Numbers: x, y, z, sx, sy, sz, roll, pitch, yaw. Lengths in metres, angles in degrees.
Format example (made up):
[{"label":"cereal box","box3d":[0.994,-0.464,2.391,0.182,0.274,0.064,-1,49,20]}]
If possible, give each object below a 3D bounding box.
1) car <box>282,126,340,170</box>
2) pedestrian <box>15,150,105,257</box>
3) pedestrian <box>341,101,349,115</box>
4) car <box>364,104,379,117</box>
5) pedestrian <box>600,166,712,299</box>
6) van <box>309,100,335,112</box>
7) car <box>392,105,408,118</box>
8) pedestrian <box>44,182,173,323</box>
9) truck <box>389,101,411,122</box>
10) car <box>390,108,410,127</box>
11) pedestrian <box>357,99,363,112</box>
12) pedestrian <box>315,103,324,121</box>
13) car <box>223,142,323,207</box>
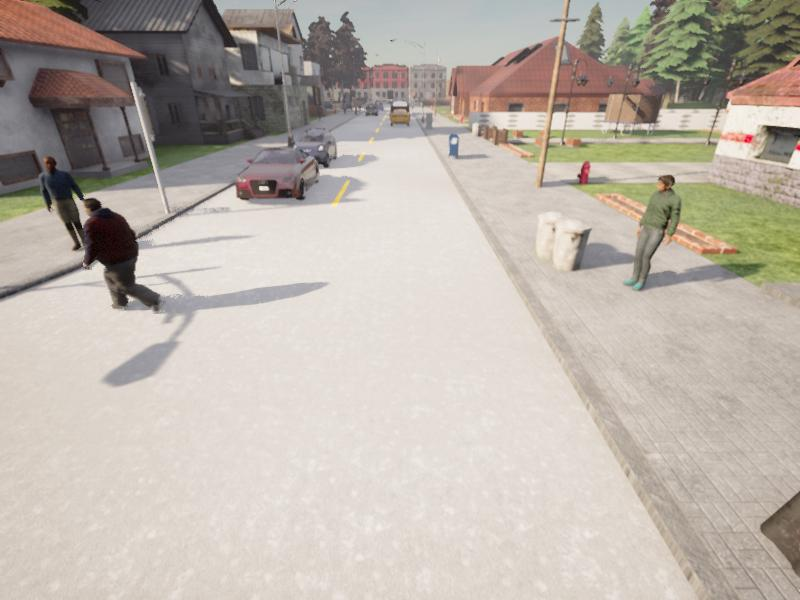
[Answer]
[{"label":"car","box3d":[-4.001,-7.163,18.689,1.845,1.501,3.633,0,27,0]},{"label":"pedestrian","box3d":[-6.623,-1.911,7.918,0.751,1.860,0.751,-14,31,-26]},{"label":"pedestrian","box3d":[-7.889,-27.542,57.383,0.751,1.860,0.751,6,28,12]},{"label":"car","box3d":[-4.000,-26.729,56.365,1.851,1.617,3.988,0,27,0]},{"label":"pedestrian","box3d":[3.917,-1.058,6.268,0.751,1.860,0.751,-7,28,-13]},{"label":"van","box3d":[-15.092,-37.695,77.595,4.442,1.987,1.775,0,27,0]},{"label":"car","box3d":[-0.011,-25.870,54.813,2.128,1.511,4.902,0,27,0]},{"label":"pedestrian","box3d":[-4.052,-0.662,5.731,0.751,1.860,0.751,0,27,0]},{"label":"truck","box3d":[-0.003,-22.572,47.810,2.390,2.098,6.274,0,27,0]},{"label":"car","box3d":[0.001,-18.888,41.310,1.882,1.535,5.008,0,27,0]},{"label":"pedestrian","box3d":[-6.829,-33.088,68.067,0.751,1.860,0.751,7,28,13]},{"label":"pedestrian","box3d":[-9.072,-21.248,45.235,0.751,1.860,0.751,-2,27,-4]},{"label":"car","box3d":[-3.996,-4.353,13.442,1.994,1.385,4.181,0,27,0]}]
